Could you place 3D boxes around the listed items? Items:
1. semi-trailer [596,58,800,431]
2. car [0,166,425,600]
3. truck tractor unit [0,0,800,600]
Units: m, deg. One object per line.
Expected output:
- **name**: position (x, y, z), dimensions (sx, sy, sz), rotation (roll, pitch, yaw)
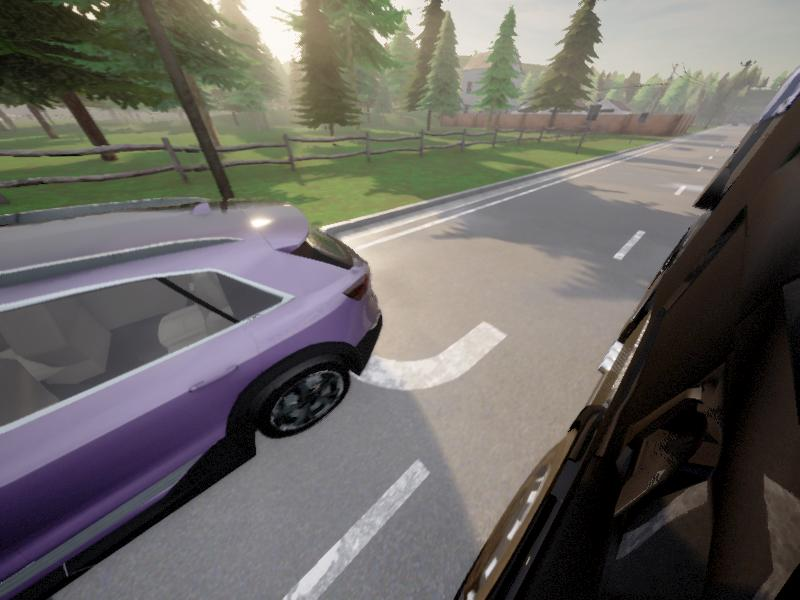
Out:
- **semi-trailer**: position (8.775, -3.467, 4.275), dimensions (14.254, 4.402, 2.717), rotation (-27, 46, -31)
- **car**: position (-2.353, 0.536, 1.369), dimensions (4.856, 1.649, 2.033), rotation (-28, 46, -31)
- **truck tractor unit**: position (2.645, -0.295, 0.352), dimensions (6.516, 4.208, 3.053), rotation (-28, 43, -30)
